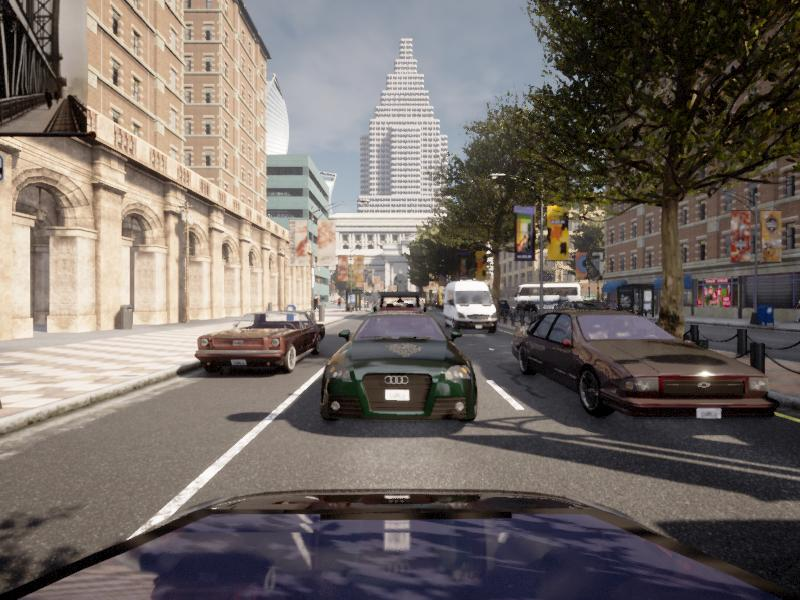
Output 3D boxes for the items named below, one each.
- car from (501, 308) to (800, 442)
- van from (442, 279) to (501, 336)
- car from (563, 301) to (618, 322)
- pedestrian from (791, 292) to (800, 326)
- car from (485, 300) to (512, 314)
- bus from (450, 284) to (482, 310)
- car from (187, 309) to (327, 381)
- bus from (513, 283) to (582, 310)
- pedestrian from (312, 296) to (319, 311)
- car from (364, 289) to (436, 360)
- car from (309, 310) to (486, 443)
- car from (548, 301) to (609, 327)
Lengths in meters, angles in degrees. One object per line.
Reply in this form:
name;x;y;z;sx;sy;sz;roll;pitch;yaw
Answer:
car;3.501;0.895;7.189;2.033;1.411;5.357;0;0;0
van;3.504;0.322;20.792;1.988;2.561;5.915;0;0;0
car;15.010;0.827;31.909;2.038;1.542;4.974;0;0;0
pedestrian;22.560;0.485;22.314;0.751;1.860;0.751;0;0;-2
car;11.514;0.779;47.133;2.033;1.649;4.856;0;0;0
bus;11.399;-0.534;69.985;3.944;4.253;10.273;0;0;0
car;-3.246;0.939;10.223;1.895;1.301;4.718;0;0;0
bus;24.104;-0.537;65.911;10.273;4.253;3.944;0;0;13
pedestrian;-10.650;0.486;50.279;0.751;1.860;0.751;0;0;-4
car;0.003;0.646;12.566;1.905;1.878;3.866;0;0;0
car;0.010;0.908;6.581;1.994;1.385;4.181;0;0;1
car;11.508;0.845;26.203;1.837;1.490;4.892;0;0;0
